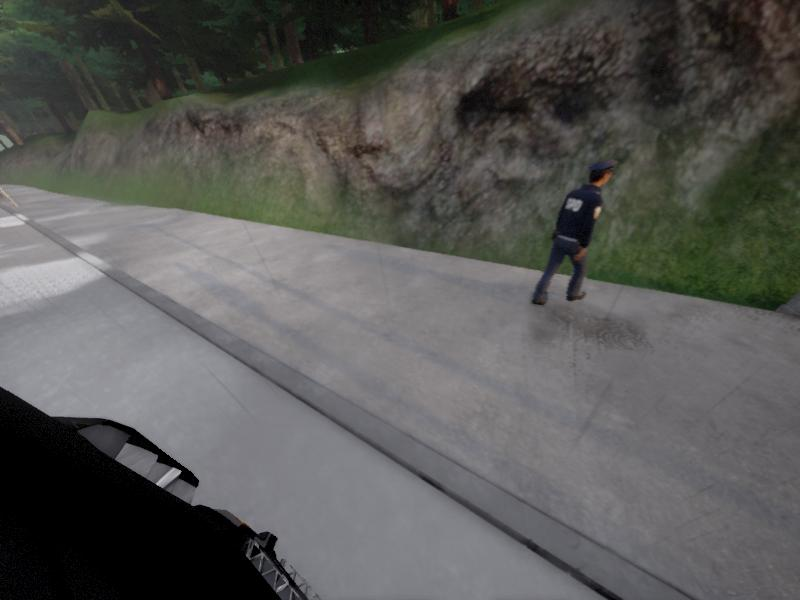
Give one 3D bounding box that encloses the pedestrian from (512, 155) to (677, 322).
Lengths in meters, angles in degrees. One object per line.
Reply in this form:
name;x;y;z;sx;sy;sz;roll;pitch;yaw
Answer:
pedestrian;2.208;-0.729;2.950;0.751;1.860;0.751;-8;34;-8
